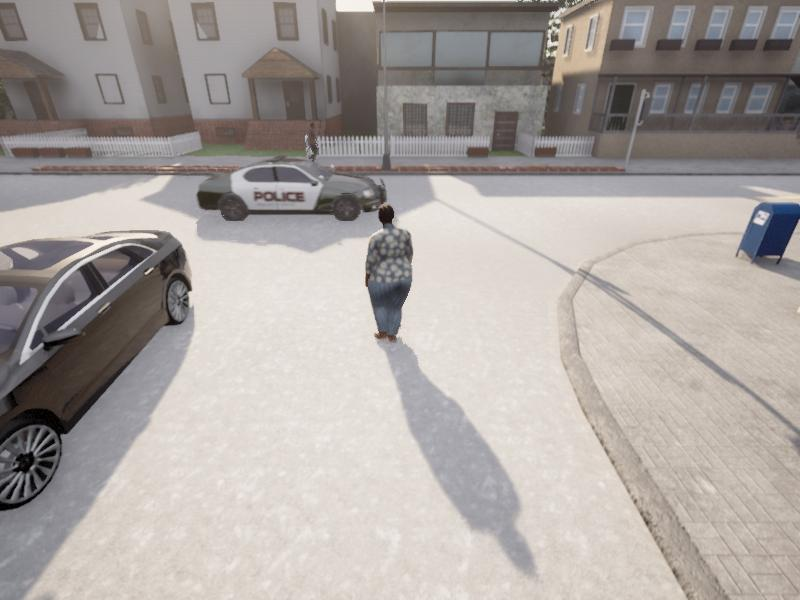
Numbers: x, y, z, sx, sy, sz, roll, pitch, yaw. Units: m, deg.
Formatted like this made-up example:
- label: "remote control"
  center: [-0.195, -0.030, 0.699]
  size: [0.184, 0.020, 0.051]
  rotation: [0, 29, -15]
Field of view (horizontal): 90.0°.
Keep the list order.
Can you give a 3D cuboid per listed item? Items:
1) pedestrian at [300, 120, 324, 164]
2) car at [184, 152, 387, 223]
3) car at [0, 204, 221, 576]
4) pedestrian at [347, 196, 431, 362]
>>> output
- label: "pedestrian"
  center: [-4.078, -7.340, 18.624]
  size: [0.751, 1.860, 0.751]
  rotation: [1, 27, 1]
- label: "car"
  center: [-2.887, -3.198, 11.194]
  size: [4.974, 1.542, 2.038]
  rotation: [0, 27, 0]
- label: "car"
  center: [-4.022, 0.321, 4.350]
  size: [2.128, 1.511, 4.902]
  rotation: [-2, 27, -3]
- label: "pedestrian"
  center: [-0.151, -0.271, 5.068]
  size: [0.751, 1.860, 0.751]
  rotation: [-11, 29, -21]
